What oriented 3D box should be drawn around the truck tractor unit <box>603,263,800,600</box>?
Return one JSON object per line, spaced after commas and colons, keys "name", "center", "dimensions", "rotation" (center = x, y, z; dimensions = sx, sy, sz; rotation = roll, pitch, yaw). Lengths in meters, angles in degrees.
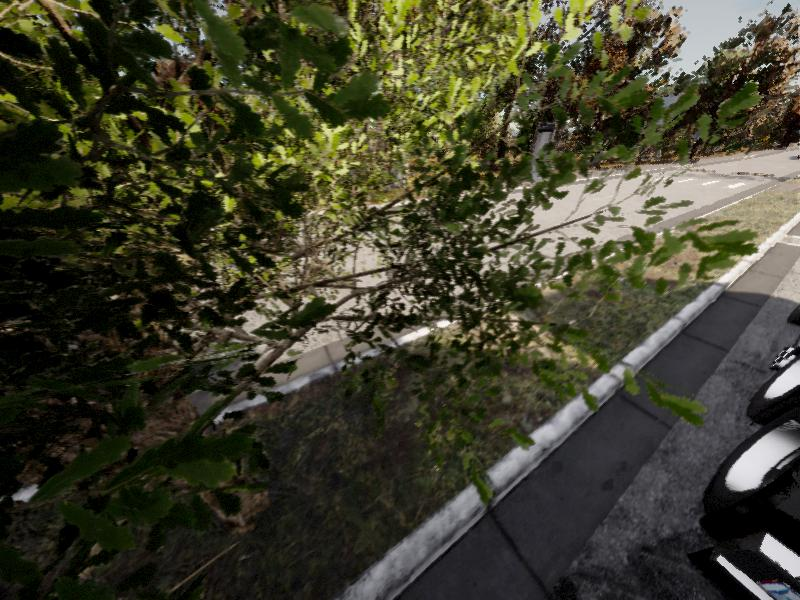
{"name": "truck tractor unit", "center": [5.110, -0.298, 0.799], "dimensions": [6.516, 4.208, 3.053], "rotation": [-18, 39, -24]}
